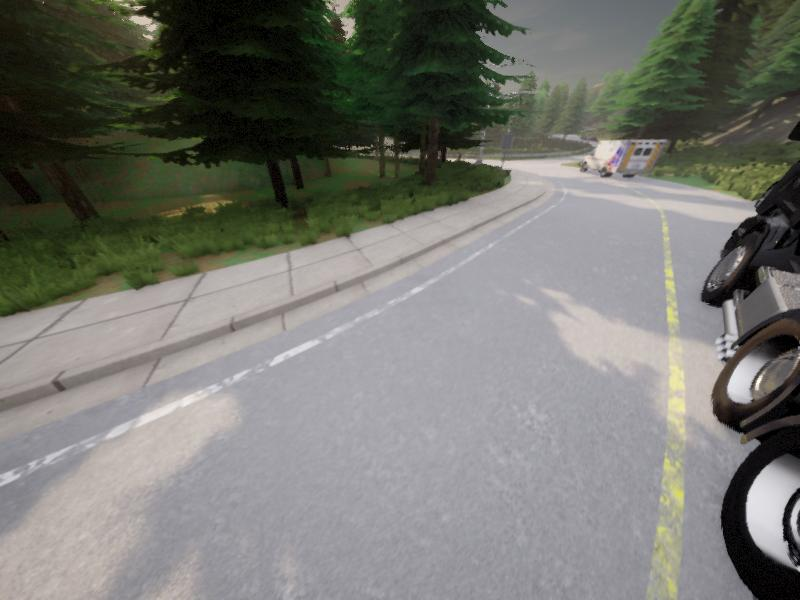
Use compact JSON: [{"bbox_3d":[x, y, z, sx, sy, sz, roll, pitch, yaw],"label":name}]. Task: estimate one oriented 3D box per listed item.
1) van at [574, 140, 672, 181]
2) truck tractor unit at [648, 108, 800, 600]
[{"bbox_3d":[17.337,-11.453,18.685,2.351,2.431,6.366,5,35,8],"label":"van"},{"bbox_3d":[4.823,-0.518,1.099,6.516,4.208,3.053,-29,44,-35],"label":"truck tractor unit"}]
